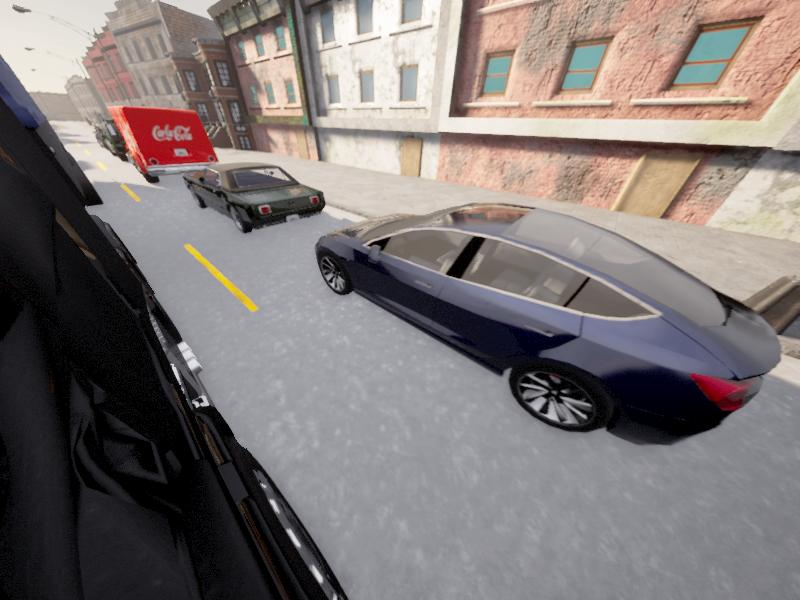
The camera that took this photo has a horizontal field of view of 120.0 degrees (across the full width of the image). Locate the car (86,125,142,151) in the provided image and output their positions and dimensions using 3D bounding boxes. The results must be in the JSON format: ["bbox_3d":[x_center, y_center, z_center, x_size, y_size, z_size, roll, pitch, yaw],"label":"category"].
[{"bbox_3d":[-23.131,-13.141,18.679,4.514,1.525,2.007,28,43,30],"label":"car"}]

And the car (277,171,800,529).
[{"bbox_3d":[0.843,-0.452,3.041,4.792,1.488,2.163,28,44,30],"label":"car"}]

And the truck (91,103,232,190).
[{"bbox_3d":[-10.309,-6.759,10.046,5.204,2.467,2.627,28,44,30],"label":"truck"}]

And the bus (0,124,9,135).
[{"bbox_3d":[-48.120,-18.228,21.780,3.944,4.253,10.273,19,40,21],"label":"bus"}]

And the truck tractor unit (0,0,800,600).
[{"bbox_3d":[-2.645,-0.295,0.352,6.516,4.208,3.053,28,44,30],"label":"truck tractor unit"}]

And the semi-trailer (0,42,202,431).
[{"bbox_3d":[-8.703,-3.589,4.242,14.254,4.402,2.717,28,44,30],"label":"semi-trailer"}]

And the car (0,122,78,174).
[{"bbox_3d":[-18.445,-7.628,11.399,4.611,1.667,2.242,29,44,29],"label":"car"}]

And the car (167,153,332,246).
[{"bbox_3d":[-4.233,-3.054,6.402,4.718,1.301,1.895,27,43,30],"label":"car"}]

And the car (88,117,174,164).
[{"bbox_3d":[-16.831,-10.041,14.438,5.566,2.045,2.150,28,43,30],"label":"car"}]
